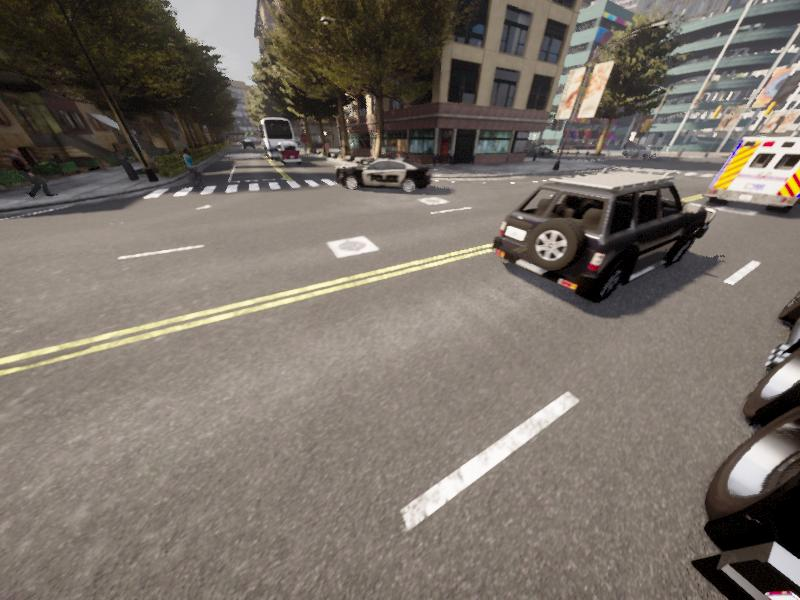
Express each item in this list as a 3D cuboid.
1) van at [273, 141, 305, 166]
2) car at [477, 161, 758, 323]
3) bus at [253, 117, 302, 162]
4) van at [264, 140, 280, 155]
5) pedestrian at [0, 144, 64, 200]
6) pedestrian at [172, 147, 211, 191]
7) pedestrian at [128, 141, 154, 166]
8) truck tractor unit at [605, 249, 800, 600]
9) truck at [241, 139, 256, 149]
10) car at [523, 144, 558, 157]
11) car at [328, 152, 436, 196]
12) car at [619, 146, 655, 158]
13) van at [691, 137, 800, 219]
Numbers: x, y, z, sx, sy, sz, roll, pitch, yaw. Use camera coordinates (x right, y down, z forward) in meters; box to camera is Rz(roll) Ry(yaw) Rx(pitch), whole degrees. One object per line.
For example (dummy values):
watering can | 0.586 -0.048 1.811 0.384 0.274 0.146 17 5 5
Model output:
van | -11.874 -15.702 24.653 2.069 2.038 4.480 -17 39 -23
car | 4.139 -1.531 4.613 4.605 1.855 1.932 -17 39 -23
bus | -16.523 -21.360 30.804 3.944 4.253 10.273 -17 39 -23
van | -22.532 -26.894 40.667 1.775 1.987 4.442 -17 39 -23
pedestrian | -14.920 -5.111 9.252 0.751 1.860 0.751 -24 42 -31
pedestrian | -10.580 -6.672 11.808 0.751 1.860 0.751 -17 39 -23
pedestrian | -23.434 -13.302 20.929 0.751 1.860 0.751 -21 40 -27
truck tractor unit | 5.086 -0.323 0.823 6.516 4.208 3.053 -19 39 -25
truck | -38.625 -39.769 58.891 2.390 2.098 6.274 -17 39 -23
car | 24.711 -26.501 40.888 2.242 1.667 4.611 -17 38 -23
car | -0.858 -6.803 12.335 5.238 1.638 1.930 7 36 10
car | 39.693 -24.783 38.702 1.845 1.501 3.633 -25 42 -32
van | 16.036 -5.350 9.742 6.366 2.431 2.351 -17 38 -23
